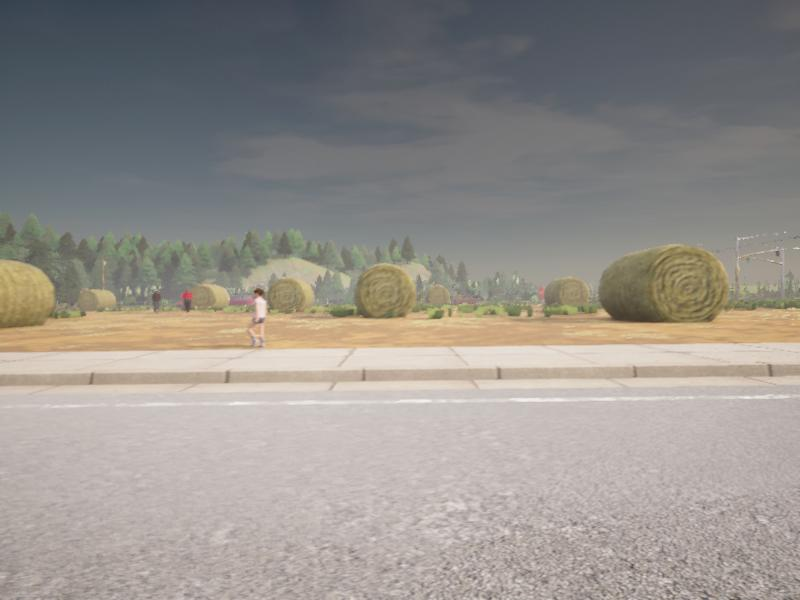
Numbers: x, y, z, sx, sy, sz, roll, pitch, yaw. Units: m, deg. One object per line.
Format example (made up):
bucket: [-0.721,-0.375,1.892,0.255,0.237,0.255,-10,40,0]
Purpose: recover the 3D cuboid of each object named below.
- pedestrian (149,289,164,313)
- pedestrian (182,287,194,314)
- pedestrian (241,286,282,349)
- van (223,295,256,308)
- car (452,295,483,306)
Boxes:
pedestrian: [-18.888,0.091,31.075,0.751,1.860,0.751,-1,0,39]
pedestrian: [-15.183,0.049,28.627,0.751,1.860,0.751,-1,0,-29]
pedestrian: [-2.525,0.303,7.324,0.500,1.100,0.500,-1,0,18]
van: [-25.041,0.236,62.394,4.442,1.987,1.775,-1,0,4]
car: [9.498,0.072,56.660,4.193,1.474,1.816,-1,0,4]
